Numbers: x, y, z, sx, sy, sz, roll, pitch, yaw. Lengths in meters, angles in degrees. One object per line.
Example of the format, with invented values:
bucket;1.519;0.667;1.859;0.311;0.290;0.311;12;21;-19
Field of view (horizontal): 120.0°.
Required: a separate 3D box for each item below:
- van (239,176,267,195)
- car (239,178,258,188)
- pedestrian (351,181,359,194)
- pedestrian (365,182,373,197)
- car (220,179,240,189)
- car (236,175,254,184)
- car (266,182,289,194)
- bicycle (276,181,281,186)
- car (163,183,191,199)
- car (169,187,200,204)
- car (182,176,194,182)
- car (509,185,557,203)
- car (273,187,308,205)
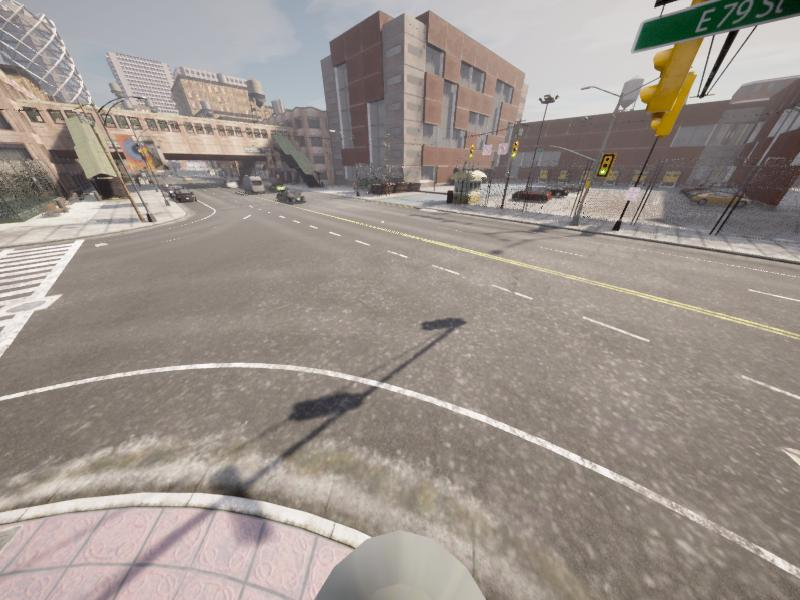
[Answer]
van;-25.385;-19.806;39.728;1.988;2.561;5.915;-26;39;-37
car;-34.139;-26.325;51.955;2.033;1.649;4.856;-26;39;-37
pedestrian;-7.178;-17.968;36.914;0.751;1.860;0.751;-23;37;-34
pedestrian;-4.513;-16.337;34.089;0.751;1.860;0.751;-25;38;-36
car;-37.094;-25.283;50.261;2.242;1.667;4.611;-26;39;-37
car;-42.132;-32.797;62.773;2.435;2.045;5.566;-27;39;-38
car;-22.015;-20.099;41.364;2.007;1.525;4.514;-26;39;-37
bicycle;-27.647;-26.484;52.524;1.643;1.024;0.373;27;29;38
car;-33.366;-16.355;34.546;2.185;1.767;4.553;-27;39;-38
car;-28.751;-14.010;30.735;2.097;1.535;5.008;-27;39;-38
car;-64.337;-36.664;69.967;1.801;1.575;5.366;-26;39;-38
car;17.025;-13.733;29.804;2.185;1.767;4.553;-27;39;-38
car;-14.475;-13.743;30.468;2.152;1.651;5.027;-26;39;-37
